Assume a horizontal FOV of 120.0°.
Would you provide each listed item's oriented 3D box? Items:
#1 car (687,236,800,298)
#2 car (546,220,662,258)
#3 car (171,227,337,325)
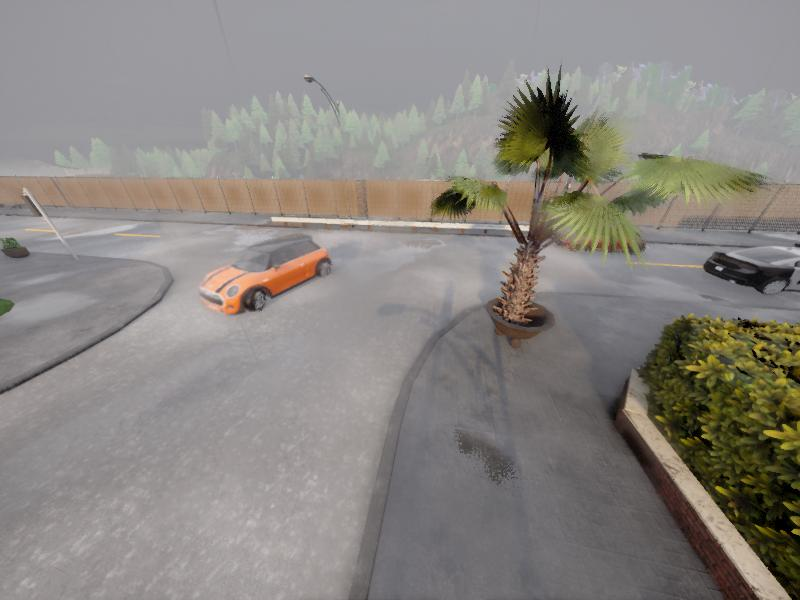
[{"bbox_3d":[15.181,-1.190,8.663,5.238,1.638,1.930,5,30,9],"label":"car"},{"bbox_3d":[10.990,-3.485,12.881,4.181,1.385,1.994,5,30,9],"label":"car"},{"bbox_3d":[-4.806,-1.274,8.624,2.097,1.767,4.553,15,33,24],"label":"car"}]
